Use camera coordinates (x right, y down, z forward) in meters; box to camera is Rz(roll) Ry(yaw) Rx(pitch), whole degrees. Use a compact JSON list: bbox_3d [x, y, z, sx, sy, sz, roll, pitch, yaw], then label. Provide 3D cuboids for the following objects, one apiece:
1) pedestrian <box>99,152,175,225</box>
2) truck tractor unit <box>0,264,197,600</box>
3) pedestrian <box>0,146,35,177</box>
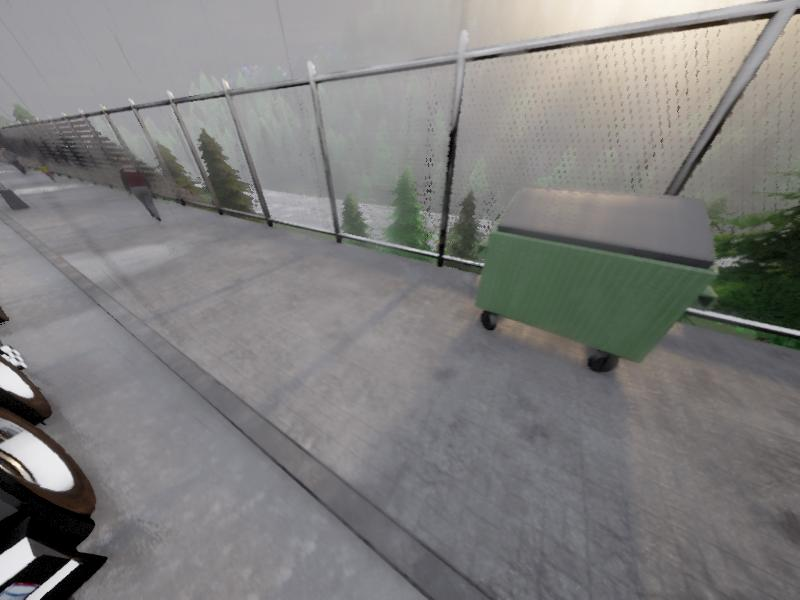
[{"bbox_3d":[-7.927,-3.373,7.046,0.751,1.860,0.751,27,43,33],"label":"pedestrian"},{"bbox_3d":[-5.111,-0.301,0.781,6.516,4.208,3.053,18,39,24],"label":"truck tractor unit"},{"bbox_3d":[-28.395,-10.209,17.018,0.751,1.860,0.751,20,40,26],"label":"pedestrian"}]
